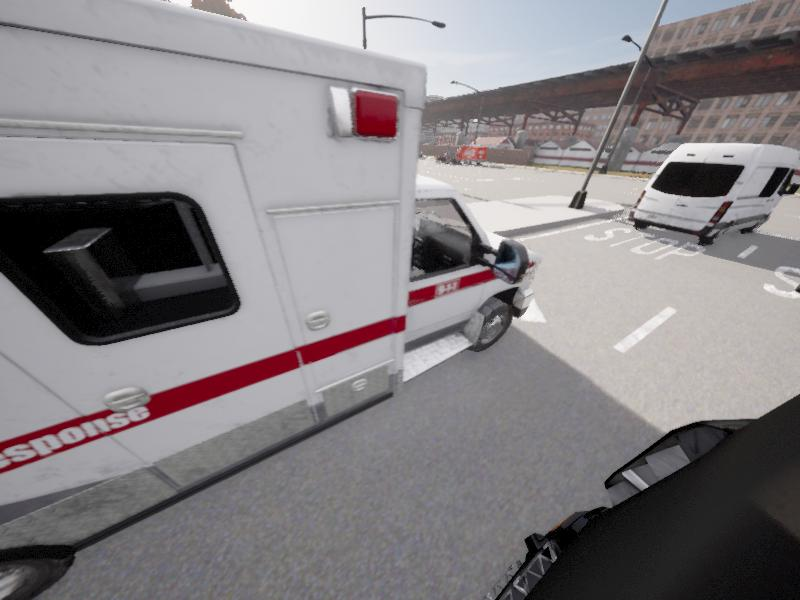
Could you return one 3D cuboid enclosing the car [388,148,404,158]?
[{"bbox_3d":[-0.880,-31.425,49.298,1.789,1.549,3.705,-16,39,-26],"label":"car"}]

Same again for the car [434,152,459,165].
[{"bbox_3d":[7.461,-22.970,37.421,1.789,1.549,3.705,-16,38,-26],"label":"car"}]

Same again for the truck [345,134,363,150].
[{"bbox_3d":[-14.836,-50.938,74.207,2.891,3.827,8.468,-16,39,-26],"label":"truck"}]

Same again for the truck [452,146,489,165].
[{"bbox_3d":[11.298,-23.458,37.551,2.627,2.467,5.204,-16,36,-26],"label":"truck"}]

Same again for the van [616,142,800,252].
[{"bbox_3d":[10.682,-3.565,7.705,5.915,2.561,1.988,-13,37,-22],"label":"van"}]

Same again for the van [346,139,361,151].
[{"bbox_3d":[-13.519,-44.991,66.877,1.988,2.561,5.915,-16,39,-26],"label":"van"}]

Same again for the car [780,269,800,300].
[{"bbox_3d":[9.607,-0.716,4.273,3.633,1.501,1.845,-15,38,-25],"label":"car"}]

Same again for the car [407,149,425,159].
[{"bbox_3d":[3.363,-31.050,49.102,1.845,1.501,3.633,-16,38,-26],"label":"car"}]

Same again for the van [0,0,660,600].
[{"bbox_3d":[-1.379,-0.200,1.913,6.366,2.431,2.351,-16,38,-26],"label":"van"}]

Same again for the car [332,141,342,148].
[{"bbox_3d":[-21.392,-52.735,78.215,1.801,1.575,5.366,-16,39,-26],"label":"car"}]

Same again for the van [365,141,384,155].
[{"bbox_3d":[-6.352,-37.458,56.816,2.351,2.431,6.366,-16,39,-26],"label":"van"}]
